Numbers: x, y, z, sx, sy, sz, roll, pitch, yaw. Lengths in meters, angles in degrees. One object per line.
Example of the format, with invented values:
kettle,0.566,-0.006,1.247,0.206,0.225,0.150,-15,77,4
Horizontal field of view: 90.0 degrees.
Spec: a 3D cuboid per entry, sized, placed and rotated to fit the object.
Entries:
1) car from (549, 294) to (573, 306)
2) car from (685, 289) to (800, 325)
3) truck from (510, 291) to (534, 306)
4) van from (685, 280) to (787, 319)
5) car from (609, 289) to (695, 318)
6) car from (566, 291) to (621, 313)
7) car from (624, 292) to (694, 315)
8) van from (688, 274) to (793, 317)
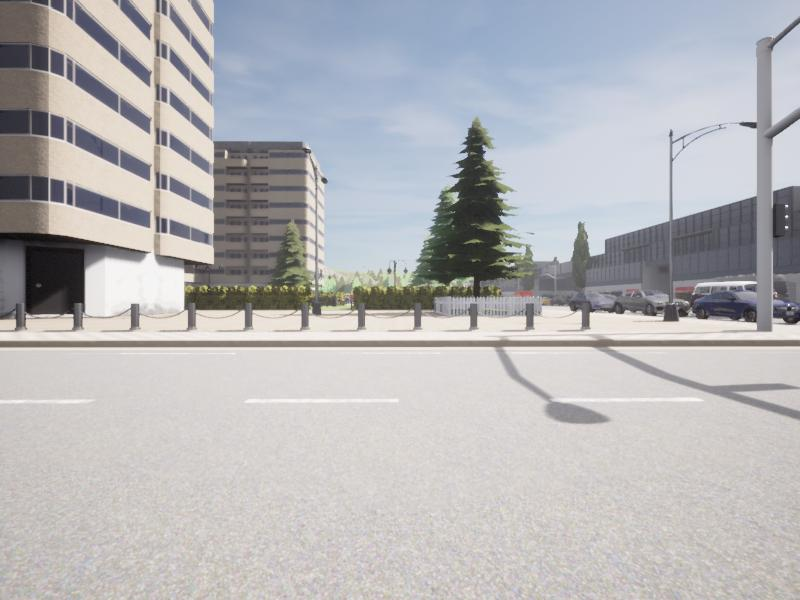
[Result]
car,25.550,0.053,63.514,1.932,1.855,4.605,0,0,-1
car,15.535,0.270,18.225,1.812,1.442,4.674,0,0,1
truck,21.947,-0.245,72.198,2.627,2.467,5.204,0,0,-1
van,19.027,-0.029,23.001,2.069,2.038,4.480,0,0,-1
car,15.509,0.181,25.024,2.152,1.651,5.027,0,0,-1
car,15.420,0.178,32.250,2.033,1.649,4.856,0,0,-1
car,18.953,0.223,29.598,1.882,1.535,5.008,0,0,-1
van,22.492,-0.278,26.915,1.988,2.561,5.915,0,0,-1
